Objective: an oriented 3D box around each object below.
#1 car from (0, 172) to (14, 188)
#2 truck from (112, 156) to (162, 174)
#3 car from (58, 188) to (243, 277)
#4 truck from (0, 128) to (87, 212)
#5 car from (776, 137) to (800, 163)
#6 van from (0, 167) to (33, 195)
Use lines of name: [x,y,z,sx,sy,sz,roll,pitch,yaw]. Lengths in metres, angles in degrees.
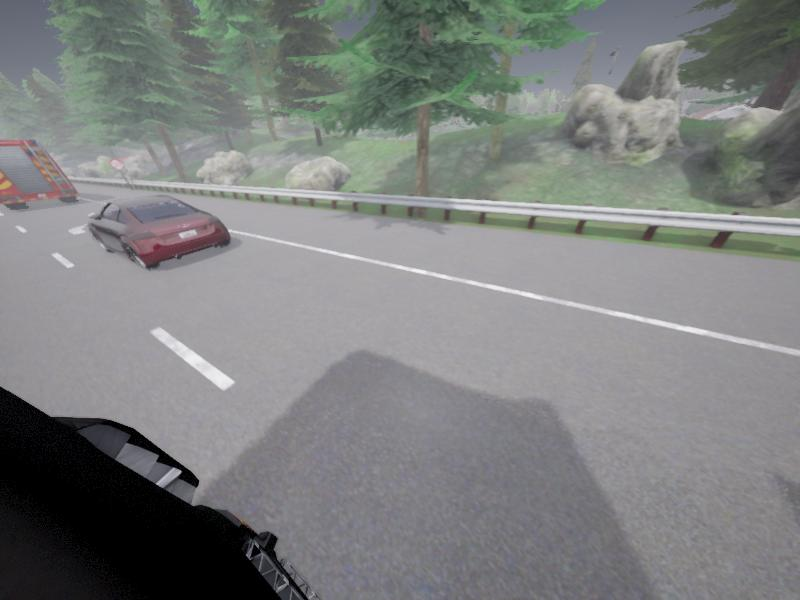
car: [-48.043,-14.001,27.082,4.974,1.542,2.038,16,38,26]
truck: [-50.045,-25.842,44.156,2.627,2.467,5.204,15,38,25]
car: [-6.768,-2.092,6.339,4.181,1.385,1.994,16,38,26]
truck: [-24.587,-8.216,14.617,8.468,3.827,2.891,16,38,26]
car: [31.376,-10.542,16.075,5.008,1.535,1.882,16,38,26]
van: [-37.017,-11.049,21.389,4.480,2.038,2.069,16,38,26]
